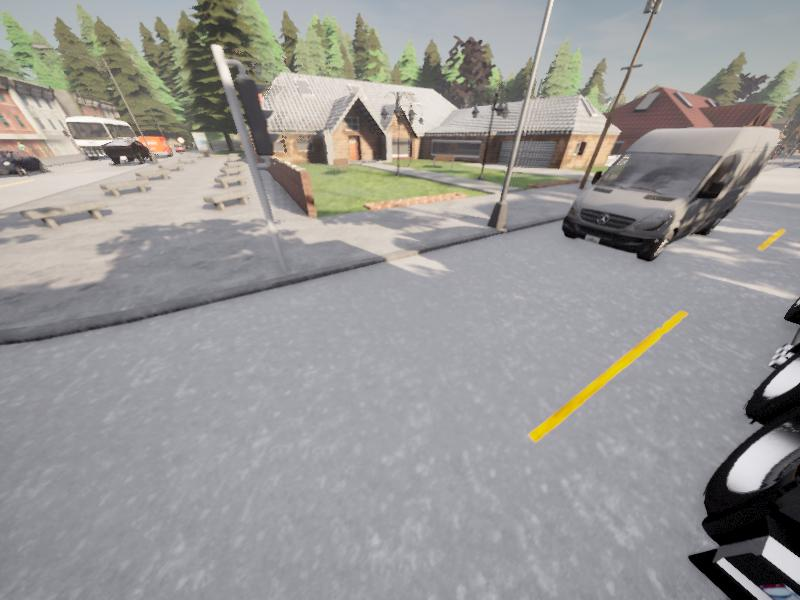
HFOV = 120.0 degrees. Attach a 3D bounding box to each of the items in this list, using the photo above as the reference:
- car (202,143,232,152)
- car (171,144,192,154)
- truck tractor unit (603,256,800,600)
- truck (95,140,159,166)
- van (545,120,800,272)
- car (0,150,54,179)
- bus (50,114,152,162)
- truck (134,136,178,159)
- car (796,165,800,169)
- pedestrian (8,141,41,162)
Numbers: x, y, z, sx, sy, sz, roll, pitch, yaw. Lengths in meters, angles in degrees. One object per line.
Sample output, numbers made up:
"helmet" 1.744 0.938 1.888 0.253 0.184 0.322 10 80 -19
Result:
"car" -44.023 -36.804 55.750 2.152 1.651 5.027 27 43 33
"car" -42.994 -29.881 45.634 2.007 1.525 4.514 -18 39 -24
"truck tractor unit" 5.094 -0.318 0.798 6.516 4.208 3.053 -19 39 -25
"truck" -28.493 -15.702 24.498 2.390 2.098 6.274 -18 39 -24
"van" 7.065 -2.950 6.079 5.915 2.561 1.988 -17 39 -24
"car" -27.141 -9.494 16.084 1.845 1.501 3.633 -18 39 -24
"bus" -36.765 -20.445 29.362 3.944 4.253 10.273 -18 39 -24
"truck" -34.383 -21.777 32.857 2.627 2.467 5.204 -18 39 -24
"car" 42.803 -14.042 23.344 4.181 1.385 1.994 -18 39 -24
"pedestrian" -40.038 -15.896 24.664 0.751 1.860 0.751 -14 37 -20
